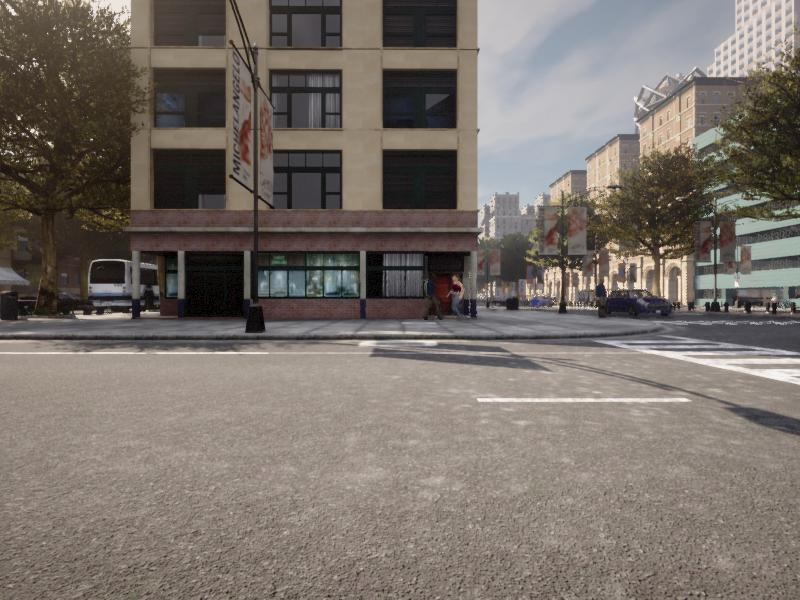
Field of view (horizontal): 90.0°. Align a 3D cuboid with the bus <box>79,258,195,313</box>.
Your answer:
[{"bbox_3d":[-23.249,-1.134,36.536,3.944,4.253,10.273,0,0,0],"label":"bus"}]

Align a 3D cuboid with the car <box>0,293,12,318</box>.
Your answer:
[{"bbox_3d":[-23.088,0.295,20.081,2.033,1.411,5.357,0,0,0],"label":"car"}]

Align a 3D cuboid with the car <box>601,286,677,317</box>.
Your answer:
[{"bbox_3d":[14.894,0.095,25.309,2.097,1.767,4.553,0,0,0],"label":"car"}]

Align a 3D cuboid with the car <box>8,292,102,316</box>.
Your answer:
[{"bbox_3d":[-23.034,0.236,27.050,2.128,1.511,4.902,0,0,-1],"label":"car"}]

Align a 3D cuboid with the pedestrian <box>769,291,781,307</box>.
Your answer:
[{"bbox_3d":[43.901,-0.115,46.843,0.751,1.860,0.751,0,0,-18],"label":"pedestrian"}]

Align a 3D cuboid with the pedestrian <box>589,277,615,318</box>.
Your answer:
[{"bbox_3d":[9.334,-0.115,18.472,0.751,1.860,0.751,0,0,-20],"label":"pedestrian"}]

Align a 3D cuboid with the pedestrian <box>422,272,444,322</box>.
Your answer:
[{"bbox_3d":[1.265,-0.115,15.381,0.751,1.860,0.751,0,0,-5],"label":"pedestrian"}]

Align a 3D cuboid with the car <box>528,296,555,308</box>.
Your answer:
[{"bbox_3d":[18.246,0.270,51.817,1.812,1.442,4.674,0,0,0],"label":"car"}]

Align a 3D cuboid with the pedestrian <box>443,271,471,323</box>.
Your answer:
[{"bbox_3d":[2.108,-0.115,14.953,0.751,1.860,0.751,0,0,-23],"label":"pedestrian"}]
